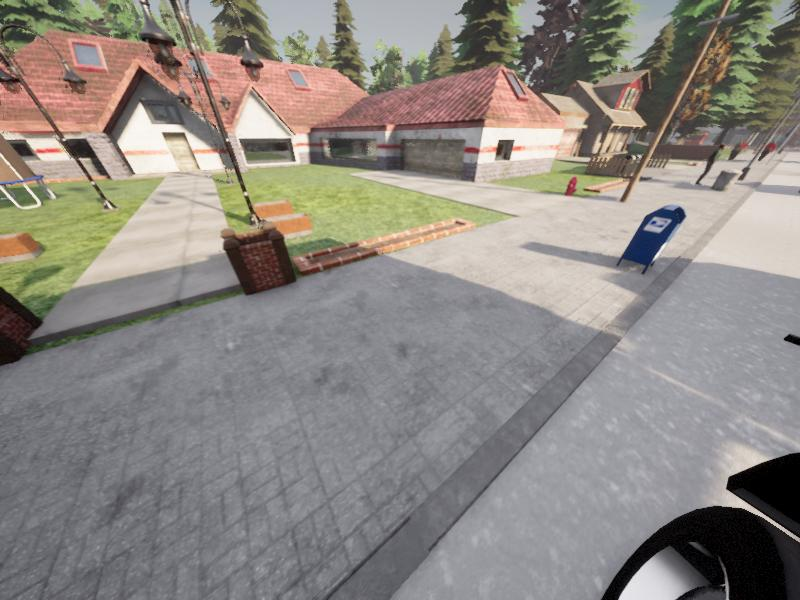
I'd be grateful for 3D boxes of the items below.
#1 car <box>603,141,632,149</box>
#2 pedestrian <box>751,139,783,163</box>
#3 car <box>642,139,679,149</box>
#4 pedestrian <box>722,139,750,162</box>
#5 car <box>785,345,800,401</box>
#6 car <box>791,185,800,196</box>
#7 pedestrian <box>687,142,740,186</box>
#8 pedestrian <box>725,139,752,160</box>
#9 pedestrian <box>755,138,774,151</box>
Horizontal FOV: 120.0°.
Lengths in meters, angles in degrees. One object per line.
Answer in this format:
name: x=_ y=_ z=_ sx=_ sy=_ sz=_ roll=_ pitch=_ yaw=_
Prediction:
car: x=54.406 y=-38.906 z=57.842 sx=1.812 sy=1.442 sz=4.674 roll=-22 pitch=41 yaw=-28
pedestrian: x=35.003 y=-14.226 z=22.058 sx=0.751 sy=1.860 sz=0.751 roll=-19 pitch=39 yaw=-25
car: x=58.974 y=-35.401 z=52.337 sx=2.152 sy=1.651 sz=5.027 roll=-22 pitch=41 yaw=-28
pedestrian: x=33.712 y=-15.031 z=23.201 sx=0.751 sy=1.860 sz=0.751 roll=-22 pitch=41 yaw=-28
car: x=6.593 y=0.094 z=2.256 sx=4.605 sy=1.855 sz=1.932 roll=-17 pitch=39 yaw=-26
car: x=20.455 y=-5.656 z=10.192 sx=3.866 sy=1.878 sz=1.905 roll=-14 pitch=37 yaw=-19
pedestrian: x=15.957 y=-6.945 z=11.833 sx=0.751 sy=1.860 sz=0.751 roll=26 pitch=43 yaw=32
pedestrian: x=35.564 y=-15.788 z=24.264 sx=0.751 sy=1.860 sz=0.751 roll=-22 pitch=41 yaw=-28
pedestrian: x=60.919 y=-26.003 z=38.615 sx=0.751 sy=1.860 sz=0.751 roll=26 pitch=43 yaw=32
